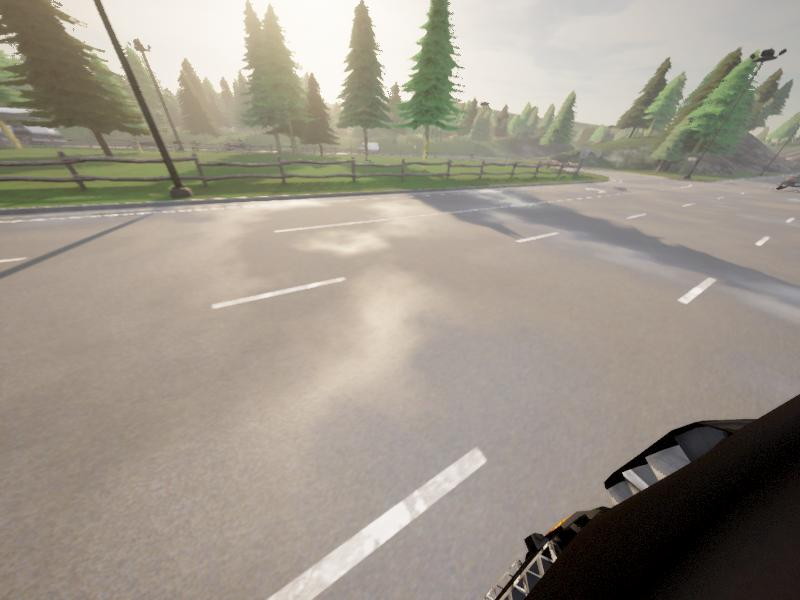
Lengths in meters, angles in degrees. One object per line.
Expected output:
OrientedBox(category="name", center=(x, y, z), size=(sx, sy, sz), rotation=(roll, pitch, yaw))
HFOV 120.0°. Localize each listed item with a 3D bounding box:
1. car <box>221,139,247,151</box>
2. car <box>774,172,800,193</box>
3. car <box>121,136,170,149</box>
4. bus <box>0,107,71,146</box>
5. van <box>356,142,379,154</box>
OrientedBox(category="car", center=(-34.121, -31.973, 47.529), size=(3.866, 1.878, 1.905), rotation=(-16, 38, -26))
OrientedBox(category="car", center=(41.213, -12.073, 23.620), size=(5.027, 1.651, 2.152), rotation=(-16, 38, -26))
OrientedBox(category="car", center=(-43.198, -26.890, 39.482), size=(5.027, 1.651, 2.152), rotation=(-14, 37, -23))
OrientedBox(category="bus", center=(-56.226, -24.338, 32.317), size=(10.273, 4.253, 3.944), rotation=(-16, 38, -26))
OrientedBox(category="van", center=(-8.829, -41.566, 63.160), size=(5.915, 2.561, 1.988), rotation=(-10, 36, -19))
